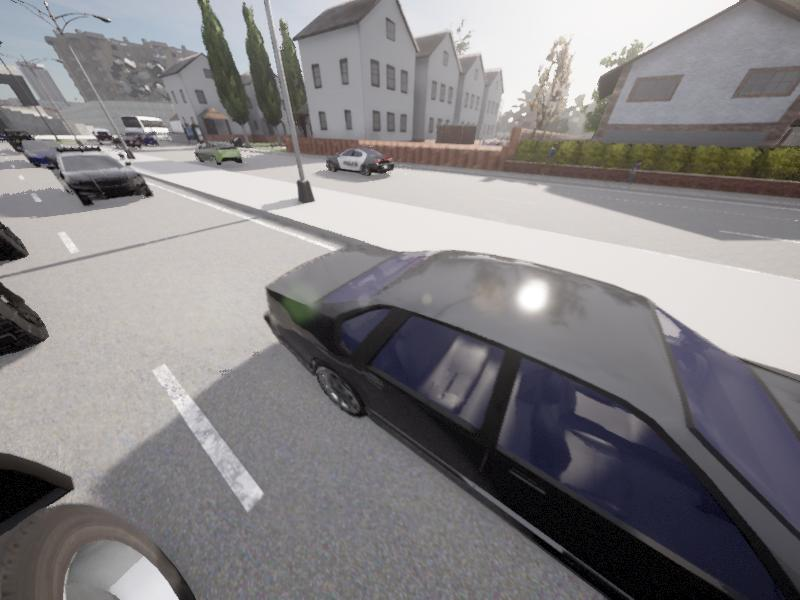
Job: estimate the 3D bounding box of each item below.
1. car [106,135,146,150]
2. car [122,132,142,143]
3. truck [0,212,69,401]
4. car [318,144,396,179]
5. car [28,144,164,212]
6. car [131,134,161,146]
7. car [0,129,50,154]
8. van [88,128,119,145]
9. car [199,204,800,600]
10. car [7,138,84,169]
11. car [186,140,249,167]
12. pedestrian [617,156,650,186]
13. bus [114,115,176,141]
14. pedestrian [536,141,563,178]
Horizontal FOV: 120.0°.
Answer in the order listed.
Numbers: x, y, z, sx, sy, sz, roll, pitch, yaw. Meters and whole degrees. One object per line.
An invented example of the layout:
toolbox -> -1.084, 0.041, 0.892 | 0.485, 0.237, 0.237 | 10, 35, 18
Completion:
car -> -35.918, -20.690, 30.258 | 5.357, 1.411, 2.033 | 23, 41, 27
car -> -48.078, -29.074, 41.408 | 1.845, 1.501, 3.633 | -29, 46, -35
truck -> -7.027, -0.562, 2.686 | 6.274, 2.098, 2.390 | 23, 42, 28
car -> -2.862, -9.303, 15.373 | 4.974, 1.542, 2.038 | 23, 41, 27
car -> -11.655, -4.874, 8.839 | 5.238, 1.638, 1.930 | 23, 41, 27
car -> -38.725, -24.421, 35.239 | 3.633, 1.501, 1.845 | 23, 41, 28
car -> -37.857, -16.010, 23.268 | 3.866, 1.878, 1.905 | 23, 41, 27
van -> -46.355, -25.541, 36.126 | 4.480, 2.038, 2.069 | 28, 43, 31
car -> 1.035, 0.571, 1.886 | 5.357, 1.411, 2.033 | 23, 41, 27
car -> -24.633, -10.276, 16.072 | 4.792, 1.488, 2.163 | 23, 41, 27
car -> -14.520, -11.726, 18.368 | 4.514, 1.525, 2.007 | 23, 41, 27
pedestrian -> 12.809, -7.121, 12.729 | 0.751, 1.300, 0.751 | 24, 41, 28
bus -> -56.670, -38.591, 52.035 | 3.944, 4.253, 10.273 | -8, 37, -11
pedestrian -> 9.366, -8.802, 14.476 | 0.751, 1.860, 0.751 | 24, 41, 28
